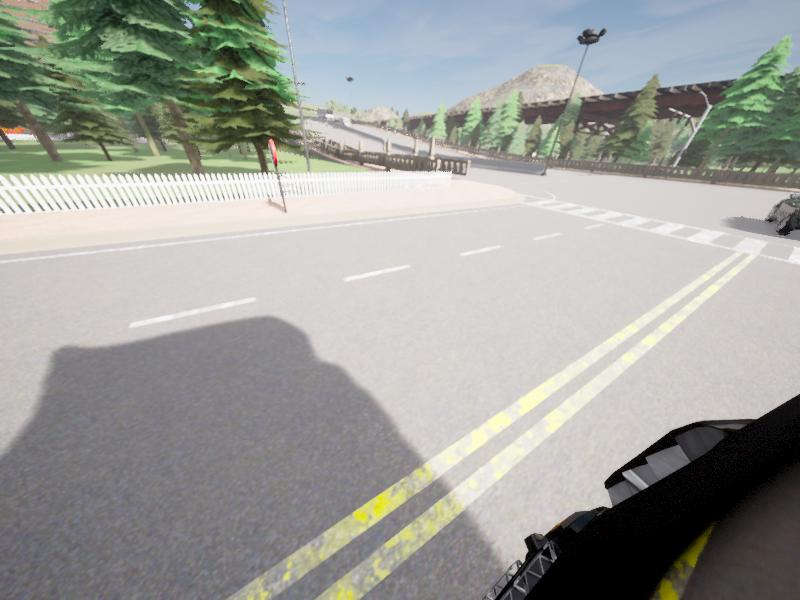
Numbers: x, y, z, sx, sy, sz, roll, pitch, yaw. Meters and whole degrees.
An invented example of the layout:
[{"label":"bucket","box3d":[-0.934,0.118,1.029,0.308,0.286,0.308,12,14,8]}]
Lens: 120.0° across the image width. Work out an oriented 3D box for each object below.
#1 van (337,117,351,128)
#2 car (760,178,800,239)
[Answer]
[{"label":"van","box3d":[-19.297,-60.900,79.184,2.351,2.431,6.366,-17,46,-27]},{"label":"car","box3d":[16.600,-3.476,8.849,4.553,1.767,2.097,-24,42,-35]}]
